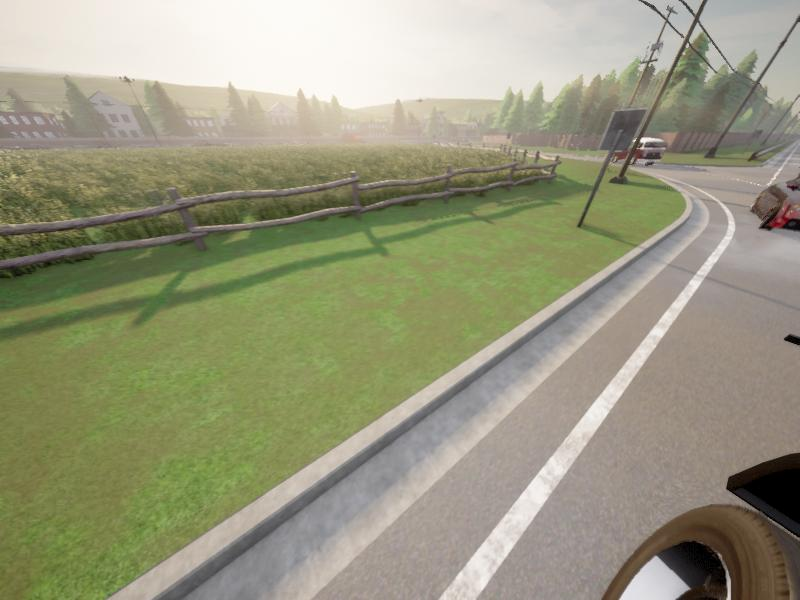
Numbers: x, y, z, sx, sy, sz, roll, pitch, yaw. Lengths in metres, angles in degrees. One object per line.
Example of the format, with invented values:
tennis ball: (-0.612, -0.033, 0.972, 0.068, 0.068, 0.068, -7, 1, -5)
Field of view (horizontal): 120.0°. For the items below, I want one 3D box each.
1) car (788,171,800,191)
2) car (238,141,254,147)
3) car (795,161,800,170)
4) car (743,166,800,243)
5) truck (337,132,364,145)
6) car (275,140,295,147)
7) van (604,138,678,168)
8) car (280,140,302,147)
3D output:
car: (22.029, -6.484, 11.483, 5.027, 1.651, 2.152, -22, 41, -28)
car: (-47.780, -48.348, 71.492, 3.633, 1.501, 1.845, -22, 41, -28)
car: (33.553, -11.122, 18.071, 4.792, 1.488, 2.163, -22, 41, -28)
car: (11.999, -2.719, 6.458, 4.181, 1.385, 1.994, -29, 45, -35)
truck: (-17.127, -56.737, 81.132, 8.468, 3.827, 2.891, -22, 41, -28)
car: (-35.528, -48.369, 71.435, 5.008, 1.535, 1.882, -22, 41, -28)
van: (21.250, -13.276, 20.765, 2.069, 2.038, 4.480, 5, 35, 8)
car: (-32.707, -47.055, 69.543, 5.366, 1.575, 1.801, -22, 41, -28)
